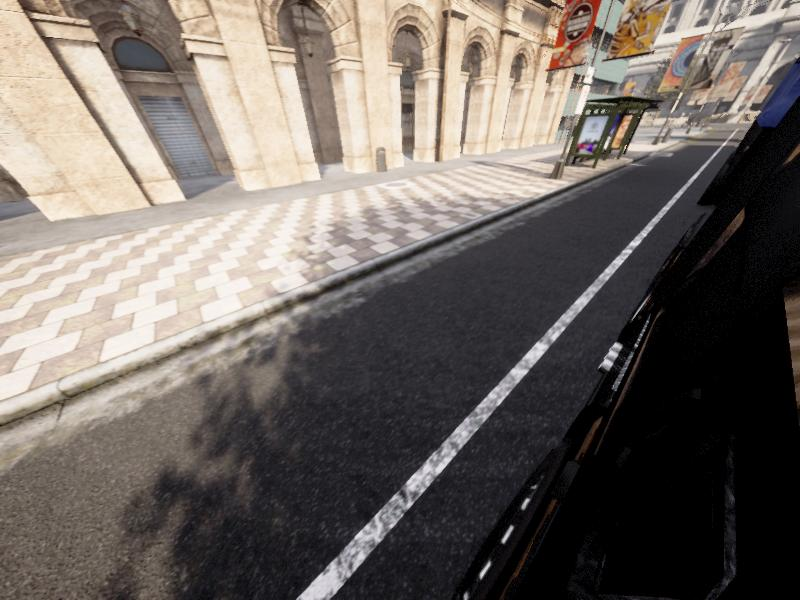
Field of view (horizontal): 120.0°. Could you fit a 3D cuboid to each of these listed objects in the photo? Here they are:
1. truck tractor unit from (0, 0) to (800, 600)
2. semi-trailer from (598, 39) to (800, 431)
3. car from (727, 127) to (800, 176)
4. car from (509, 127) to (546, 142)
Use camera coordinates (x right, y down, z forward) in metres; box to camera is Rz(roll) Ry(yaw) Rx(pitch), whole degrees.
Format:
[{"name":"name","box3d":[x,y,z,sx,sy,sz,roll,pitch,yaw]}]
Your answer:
[{"name":"truck tractor unit","box3d":[2.645,-0.295,0.351,6.516,4.208,3.053,-28,44,-30]},{"name":"semi-trailer","box3d":[8.715,-3.580,4.230,14.254,4.402,2.717,-28,44,-30]},{"name":"car","box3d":[17.579,-7.126,10.898,4.892,1.490,1.837,-28,44,-30]},{"name":"car","box3d":[16.970,-21.997,30.667,4.786,1.482,2.161,-28,44,-30]}]
